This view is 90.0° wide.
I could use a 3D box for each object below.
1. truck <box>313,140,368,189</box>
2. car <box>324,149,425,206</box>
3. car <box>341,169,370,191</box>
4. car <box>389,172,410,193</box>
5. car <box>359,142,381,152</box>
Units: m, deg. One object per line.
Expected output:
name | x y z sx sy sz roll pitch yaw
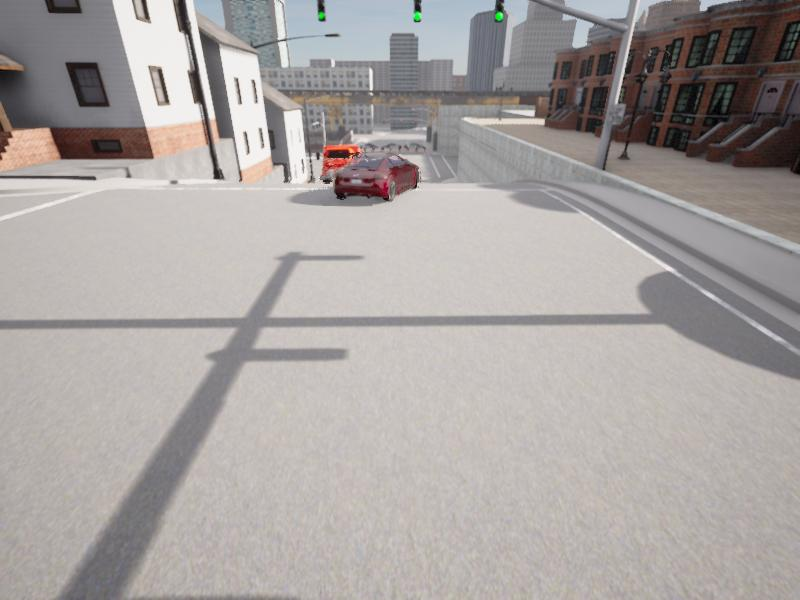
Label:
truck | -3.554 -8.337 25.159 2.627 2.467 5.204 -1 14 0
car | -0.681 -4.411 13.958 1.994 1.385 4.181 8 25 18
car | -3.514 -9.571 32.065 1.816 1.474 4.193 0 14 0
car | -0.013 -11.637 39.738 1.932 1.855 4.605 0 14 0
car | -6.613 -33.966 88.700 4.974 1.542 2.038 24 35 38
